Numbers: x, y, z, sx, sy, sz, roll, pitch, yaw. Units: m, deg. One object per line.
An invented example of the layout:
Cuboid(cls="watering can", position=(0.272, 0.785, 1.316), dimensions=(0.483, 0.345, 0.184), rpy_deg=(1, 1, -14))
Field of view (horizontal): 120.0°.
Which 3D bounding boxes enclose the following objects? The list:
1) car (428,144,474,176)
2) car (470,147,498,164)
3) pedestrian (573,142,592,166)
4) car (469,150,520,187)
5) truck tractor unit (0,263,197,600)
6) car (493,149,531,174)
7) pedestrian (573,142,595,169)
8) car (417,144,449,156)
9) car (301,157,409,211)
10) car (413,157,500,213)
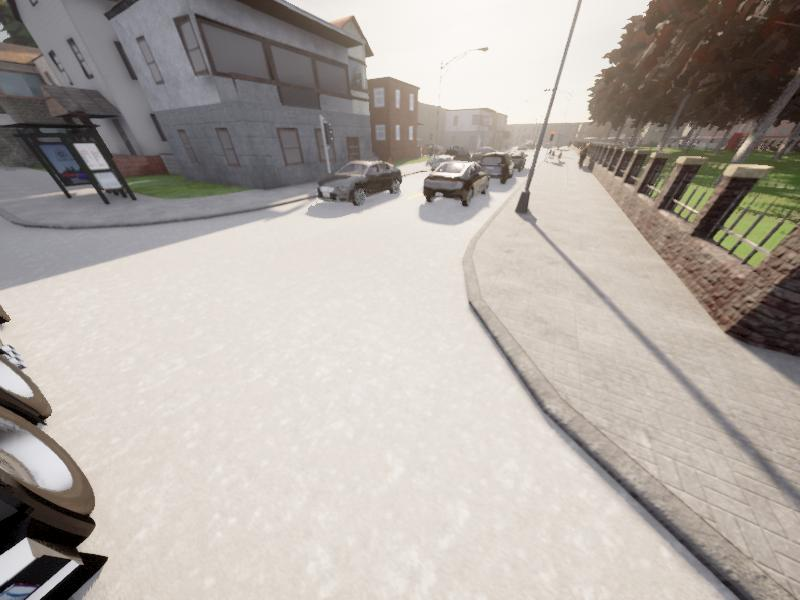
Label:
Cuboid(cls="car", position=(4.207, -11.414, 18.704), dimensions=(1.932, 1.855, 4.605), rpy_deg=(19, 40, 25))
Cuboid(cls="car", position=(9.887, -17.005, 27.034), dimensions=(1.837, 1.490, 4.892), rpy_deg=(18, 38, 24))
Cuboid(cls="pedestrian", position=(16.834, -13.467, 21.353), dimensions=(0.751, 1.860, 0.751), rpy_deg=(18, 39, 24))
Cuboid(cls="car", position=(6.247, -8.707, 15.028), dimensions=(2.033, 1.649, 4.856), rpy_deg=(17, 38, 23))
Cuboid(cls="truck tractor unit", position=(-5.108, -0.304, 0.780), dimensions=(6.516, 4.208, 3.053), rpy_deg=(18, 39, 24))
Cuboid(cls="car", position=(9.738, -12.045, 19.897), dimensions=(2.128, 1.511, 4.902), rpy_deg=(16, 38, 22))
Cuboid(cls="pedestrian", position=(15.477, -12.145, 19.466), dimensions=(0.751, 1.860, 0.751), rpy_deg=(18, 39, 24))
Cuboid(cls="car", position=(5.587, -25.706, 39.442), dimensions=(4.856, 1.649, 2.033), rpy_deg=(19, 39, 25))
Cuboid(cls="car", position=(-1.682, -5.554, 10.666), dimensions=(2.128, 1.511, 4.902), rpy_deg=(18, 39, 24))
Cuboid(cls="car", position=(2.705, -5.375, 10.373), dimensions=(2.128, 1.511, 4.902), rpy_deg=(18, 39, 25))
